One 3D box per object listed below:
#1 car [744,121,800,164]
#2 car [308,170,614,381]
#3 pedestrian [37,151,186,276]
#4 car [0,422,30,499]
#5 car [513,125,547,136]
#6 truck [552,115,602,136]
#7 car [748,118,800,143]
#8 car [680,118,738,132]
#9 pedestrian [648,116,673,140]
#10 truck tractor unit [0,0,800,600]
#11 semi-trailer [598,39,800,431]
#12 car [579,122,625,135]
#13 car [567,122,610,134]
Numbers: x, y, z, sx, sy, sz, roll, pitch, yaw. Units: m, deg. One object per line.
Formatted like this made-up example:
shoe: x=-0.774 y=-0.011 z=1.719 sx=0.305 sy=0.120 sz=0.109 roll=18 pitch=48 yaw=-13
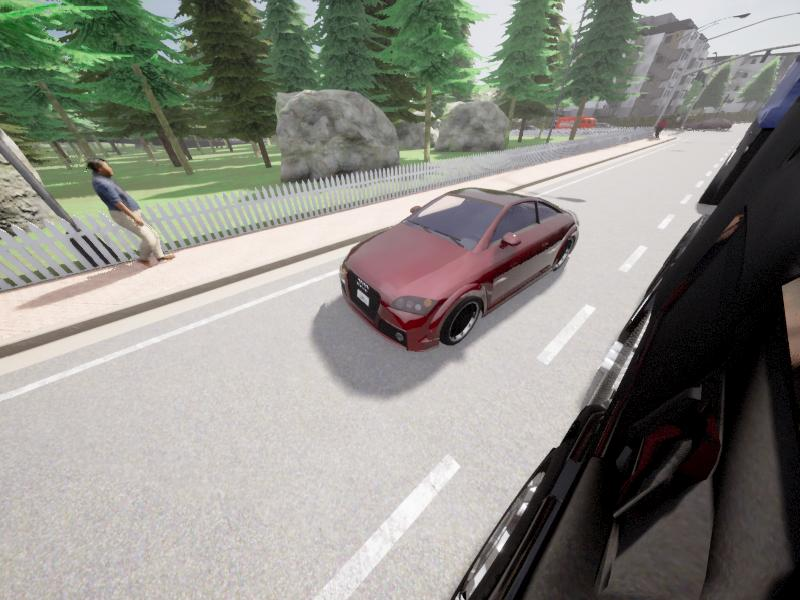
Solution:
car: x=20.895 y=-8.632 z=12.530 sx=5.366 sy=1.575 sz=1.801 roll=-27 pitch=43 yaw=-29
car: x=1.113 y=-0.949 z=3.698 sx=4.181 sy=1.385 sz=1.994 roll=-26 pitch=43 yaw=-28
pedestrian: x=-4.829 y=-1.498 z=4.103 sx=0.751 sy=1.860 sz=0.751 roll=-27 pitch=43 yaw=-29
car: x=-4.470 y=1.841 z=0.127 sx=3.988 sy=1.617 sz=1.851 roll=-27 pitch=43 yaw=-29
car: x=23.190 y=-30.322 z=41.419 sx=1.837 sy=1.490 sz=4.892 roll=-26 pitch=43 yaw=-28
truck: x=27.677 y=-27.364 z=36.371 sx=2.627 sy=2.467 sz=5.204 roll=-26 pitch=43 yaw=-28
car: x=32.617 y=-14.631 z=19.881 sx=4.792 sy=1.488 sz=2.163 roll=-25 pitch=42 yaw=-27
car: x=44.082 y=-25.040 z=33.086 sx=1.812 sy=1.442 sz=4.674 roll=-26 pitch=43 yaw=-28
pedestrian: x=26.321 y=-17.378 z=23.339 sx=0.751 sy=1.860 sz=0.751 roll=-20 pitch=40 yaw=-22
truck tractor unit: x=2.645 y=-0.295 z=0.351 sx=6.516 sy=4.208 sz=3.053 roll=-28 pitch=44 yaw=-30
semi-trailer: x=8.708 y=-3.601 z=4.214 sx=14.254 sy=4.402 sz=2.717 roll=-28 pitch=44 yaw=-30
car: x=31.964 y=-27.230 z=36.722 sx=2.128 sy=1.511 sz=4.902 roll=-26 pitch=43 yaw=-28
car: x=32.783 y=-30.071 z=40.406 sx=1.801 sy=1.575 sz=5.366 roll=-26 pitch=43 yaw=-28
